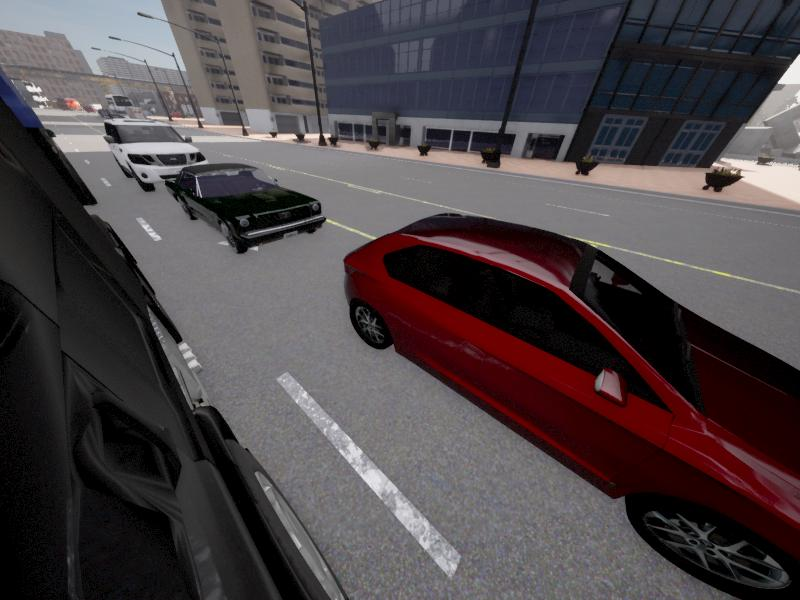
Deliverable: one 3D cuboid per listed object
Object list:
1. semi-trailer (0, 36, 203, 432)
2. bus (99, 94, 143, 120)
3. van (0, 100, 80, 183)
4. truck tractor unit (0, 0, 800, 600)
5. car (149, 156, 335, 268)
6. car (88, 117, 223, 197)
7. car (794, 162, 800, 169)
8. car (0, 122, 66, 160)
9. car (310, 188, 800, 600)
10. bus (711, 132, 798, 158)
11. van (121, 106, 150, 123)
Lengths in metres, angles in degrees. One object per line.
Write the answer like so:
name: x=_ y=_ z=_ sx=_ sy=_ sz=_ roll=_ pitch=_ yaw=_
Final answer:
semi-trailer: x=-8.755 y=-3.565 z=4.172 sx=14.254 sy=4.402 sz=2.717 roll=27 pitch=43 yaw=29
bus: x=-66.086 y=-45.760 z=54.704 sx=10.273 sy=4.253 sz=3.944 roll=29 pitch=44 yaw=29
van: x=-16.569 y=-6.881 z=9.792 sx=6.366 sy=2.431 sz=2.351 roll=28 pitch=44 yaw=30
truck tractor unit: x=-2.645 y=-0.295 z=0.351 sx=6.516 sy=4.208 sz=3.053 roll=28 pitch=44 yaw=30
car: x=-3.915 y=-2.477 z=5.626 sx=4.718 sy=1.301 sz=1.895 roll=28 pitch=44 yaw=30
car: x=-9.754 y=-5.872 z=9.176 sx=5.566 sy=2.045 sz=2.150 roll=28 pitch=44 yaw=30
car: x=49.442 y=-15.745 z=26.638 sx=1.845 sy=1.501 sz=3.633 roll=10 pitch=38 yaw=8
car: x=-22.275 y=-9.523 z=13.726 sx=4.902 sy=1.511 sz=2.128 roll=28 pitch=44 yaw=30
car: x=1.278 y=0.188 z=2.243 sx=4.193 sy=1.474 sz=1.816 roll=28 pitch=44 yaw=30
bus: x=85.079 y=-37.706 z=56.033 sx=10.273 sy=4.253 sz=3.944 roll=24 pitch=42 yaw=25
van: x=-56.820 y=-39.896 z=49.626 sx=6.366 sy=2.431 sz=2.351 roll=29 pitch=44 yaw=28
